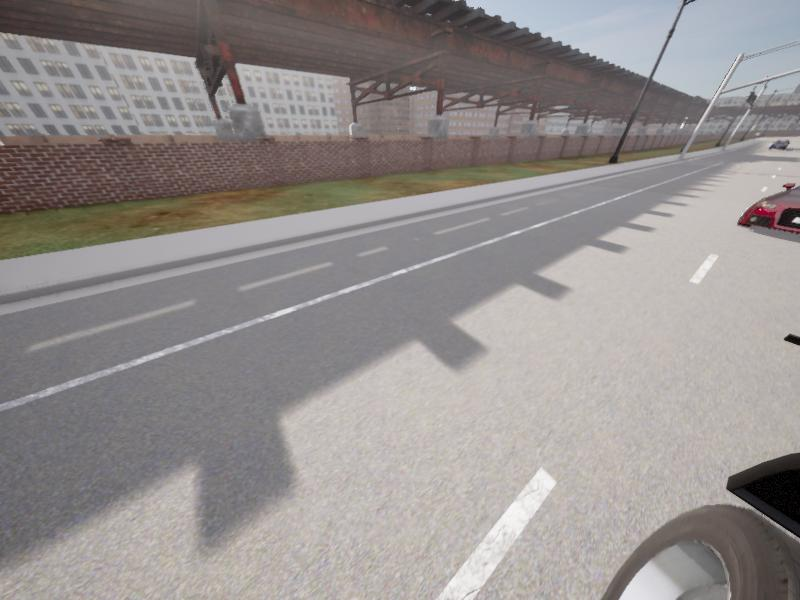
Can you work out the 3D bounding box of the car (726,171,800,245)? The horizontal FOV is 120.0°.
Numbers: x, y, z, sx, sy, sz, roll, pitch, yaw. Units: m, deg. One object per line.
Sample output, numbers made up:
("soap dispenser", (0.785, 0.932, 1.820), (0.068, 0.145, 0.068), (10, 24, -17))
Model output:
("car", (11.758, -2.577, 6.265), (4.181, 1.385, 1.994), (-15, 38, -20))
